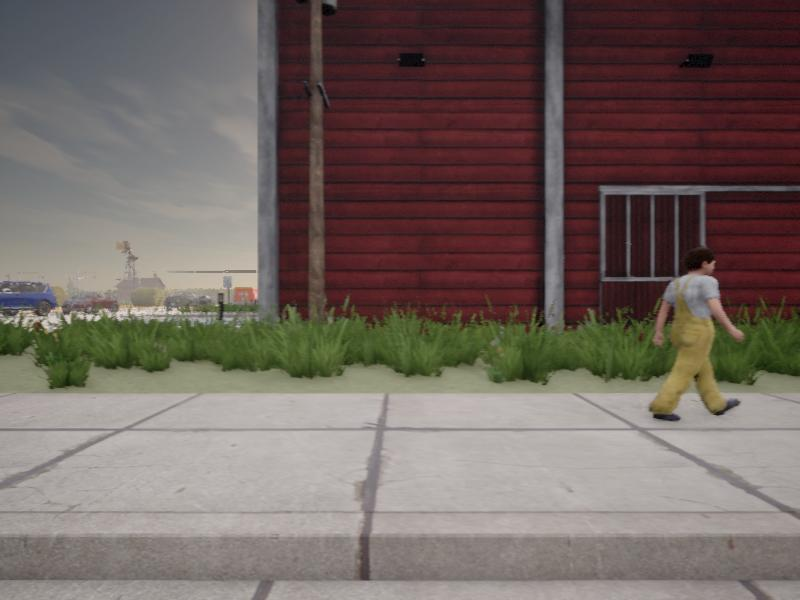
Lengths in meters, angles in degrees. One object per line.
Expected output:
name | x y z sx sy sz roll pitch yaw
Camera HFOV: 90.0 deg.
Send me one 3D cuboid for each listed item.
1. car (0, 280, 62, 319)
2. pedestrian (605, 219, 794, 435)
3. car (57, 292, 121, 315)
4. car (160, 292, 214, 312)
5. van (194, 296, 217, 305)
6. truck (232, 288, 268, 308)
car | -22.050 -0.033 22.099 2.150 2.045 5.566 0 0 -1
pedestrian | 2.005 0.163 2.794 0.751 1.300 0.751 0 0 -1
car | -22.170 0.214 28.730 1.789 1.549 3.705 0 0 -1
car | -18.794 0.149 35.553 2.152 1.651 5.027 0 1 -1
van | -44.946 0.026 92.457 4.480 2.038 2.069 0 0 0
truck | -19.055 -0.244 51.048 2.627 2.467 5.204 0 0 -1
